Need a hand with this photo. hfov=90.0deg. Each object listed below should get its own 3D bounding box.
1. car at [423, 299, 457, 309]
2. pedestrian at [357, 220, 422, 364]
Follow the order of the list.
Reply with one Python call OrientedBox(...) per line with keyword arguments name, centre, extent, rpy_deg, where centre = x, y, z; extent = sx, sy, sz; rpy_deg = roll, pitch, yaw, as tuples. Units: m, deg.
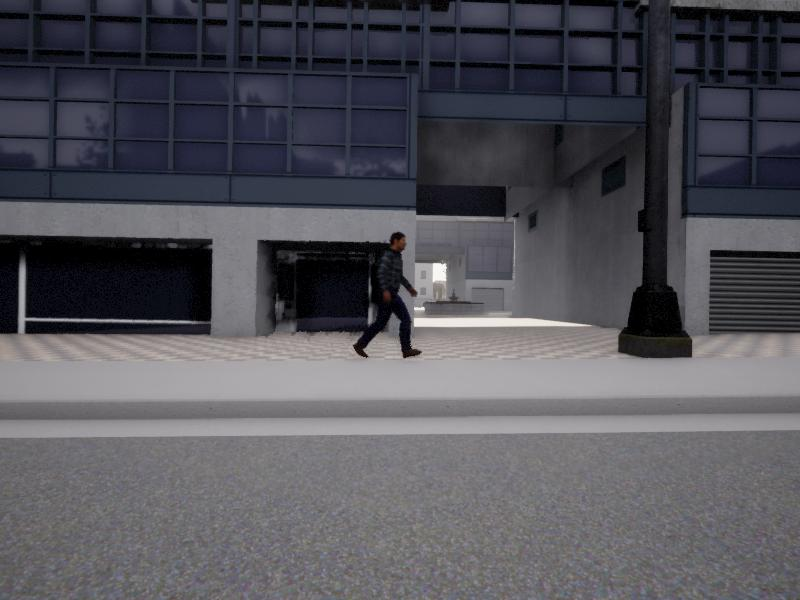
OrientedBox(name="car", centre=(6.629, 0.646, 66.473), extent=(5.357, 1.411, 2.033), rpy_deg=(1, 0, -2))
OrientedBox(name="pedestrian", centre=(-0.118, -0.111, 5.618), extent=(0.751, 1.860, 0.751), rpy_deg=(1, 0, 9))
